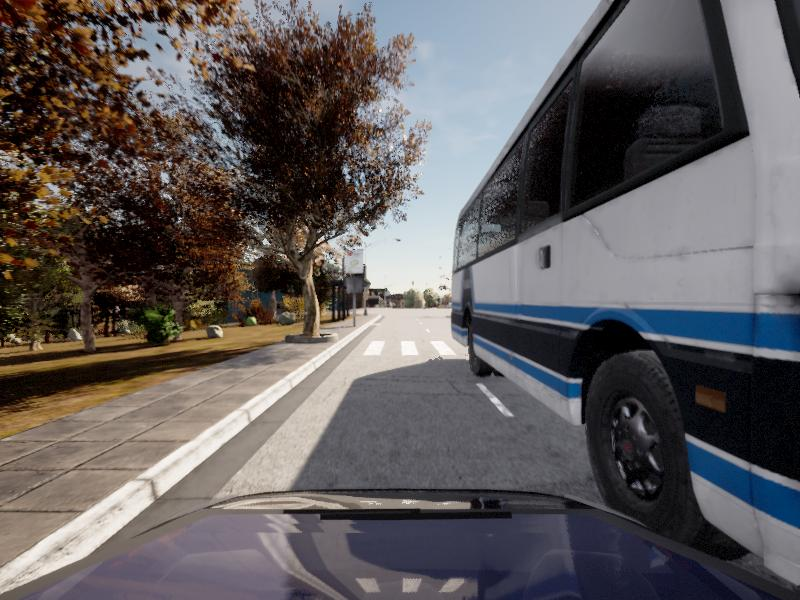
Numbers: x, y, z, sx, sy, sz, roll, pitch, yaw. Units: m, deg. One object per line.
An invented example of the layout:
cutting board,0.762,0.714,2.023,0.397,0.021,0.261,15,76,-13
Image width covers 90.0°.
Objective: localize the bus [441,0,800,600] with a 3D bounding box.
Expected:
bus,3.123,-0.533,6.075,3.944,4.253,10.273,0,0,0
